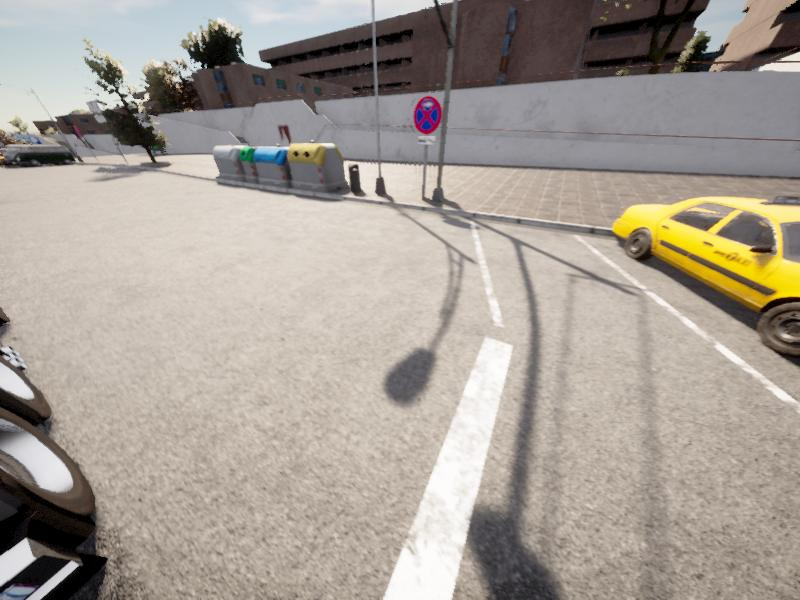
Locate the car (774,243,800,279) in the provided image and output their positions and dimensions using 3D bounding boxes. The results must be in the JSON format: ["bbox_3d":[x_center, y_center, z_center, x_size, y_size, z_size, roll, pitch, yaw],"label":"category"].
[{"bbox_3d":[8.568,-0.175,2.455,1.878,1.987,4.442,6,35,8],"label":"car"}]

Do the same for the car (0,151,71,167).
[{"bbox_3d":[-44.431,-17.184,28.040,2.002,1.452,4.674,5,34,9],"label":"car"}]

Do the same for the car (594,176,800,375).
[{"bbox_3d":[5.974,-0.792,3.757,1.946,1.575,5.366,6,35,8],"label":"car"}]

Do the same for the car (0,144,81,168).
[{"bbox_3d":[-39.299,-15.779,25.255,1.878,1.987,4.442,5,34,9],"label":"car"}]

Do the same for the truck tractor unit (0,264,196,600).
[{"bbox_3d":[-5.110,-0.301,0.786,6.516,4.208,3.053,18,39,24],"label":"truck tractor unit"}]

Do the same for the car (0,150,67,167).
[{"bbox_3d":[-47.042,-17.898,29.132,1.946,1.575,5.366,5,34,9],"label":"car"}]

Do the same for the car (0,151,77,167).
[{"bbox_3d":[-41.860,-16.401,26.766,2.002,1.452,4.674,4,34,9],"label":"car"}]
